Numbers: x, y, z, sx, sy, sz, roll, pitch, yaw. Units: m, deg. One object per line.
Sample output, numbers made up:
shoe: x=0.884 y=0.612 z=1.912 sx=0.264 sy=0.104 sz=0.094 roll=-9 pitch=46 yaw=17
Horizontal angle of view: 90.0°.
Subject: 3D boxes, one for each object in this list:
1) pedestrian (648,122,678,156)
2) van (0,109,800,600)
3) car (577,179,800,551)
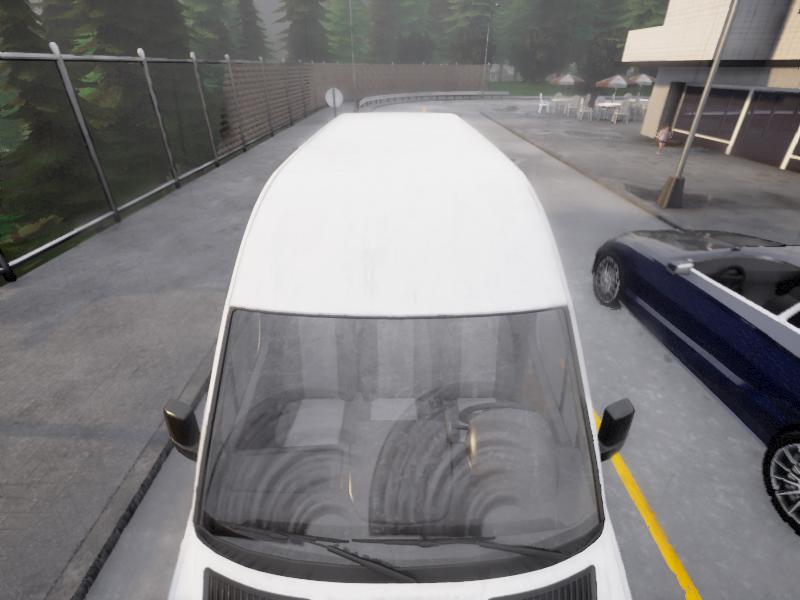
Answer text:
pedestrian: x=9.850 y=-6.037 z=15.008 sx=0.500 sy=1.100 sz=0.500 roll=1 pitch=30 yaw=2
van: x=-0.014 y=0.045 z=3.431 sx=1.988 sy=2.561 sz=5.915 roll=0 pitch=30 yaw=0
car: x=3.983 y=0.249 z=3.981 sx=2.152 sy=1.651 sz=5.027 roll=0 pitch=30 yaw=0
